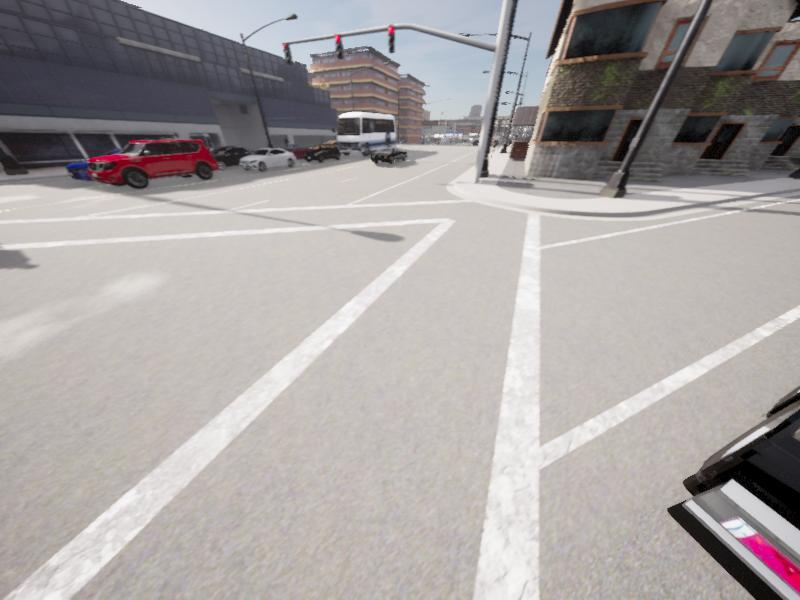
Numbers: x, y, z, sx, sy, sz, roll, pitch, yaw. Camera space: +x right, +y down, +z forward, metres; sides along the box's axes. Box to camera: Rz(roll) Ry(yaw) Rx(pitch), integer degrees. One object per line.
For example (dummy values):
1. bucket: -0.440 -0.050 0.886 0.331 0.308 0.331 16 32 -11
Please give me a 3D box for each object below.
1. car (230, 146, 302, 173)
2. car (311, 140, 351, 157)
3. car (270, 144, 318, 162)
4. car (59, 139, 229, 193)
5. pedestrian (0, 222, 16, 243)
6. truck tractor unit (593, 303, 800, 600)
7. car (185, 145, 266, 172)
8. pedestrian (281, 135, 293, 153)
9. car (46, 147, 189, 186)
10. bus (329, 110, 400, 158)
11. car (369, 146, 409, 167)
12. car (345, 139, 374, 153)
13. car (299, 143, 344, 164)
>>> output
1. car: -10.365 -11.258 18.381 1.812 1.442 4.674 14 38 19
2. car: -8.490 -19.076 28.992 1.882 1.535 5.008 14 39 19
3. car: -10.995 -15.544 24.339 1.994 1.385 4.181 15 39 20
4. car: -13.255 -7.622 12.738 2.150 2.045 5.566 14 38 19
5. pedestrian: -10.428 -2.156 5.203 0.751 1.860 0.751 -3 35 -5
6. truck tractor unit: 5.231 -0.158 0.589 6.516 4.208 3.053 -13 37 -18
7. car: -13.913 -11.645 18.861 1.837 1.490 4.892 14 38 19
8. pedestrian: -14.590 -20.175 29.934 0.751 1.860 0.751 5 35 6
9. car: -16.486 -8.222 13.991 1.882 1.535 5.008 14 38 19
10. bus: -3.830 -21.175 29.519 3.944 4.253 10.273 14 39 19
11. car: -0.874 -13.733 21.931 1.895 1.301 4.718 14 39 19
12. car: -5.823 -22.755 34.007 1.812 1.442 4.674 15 39 19
13. car: -7.762 -14.813 23.252 1.816 1.474 4.193 14 38 19
